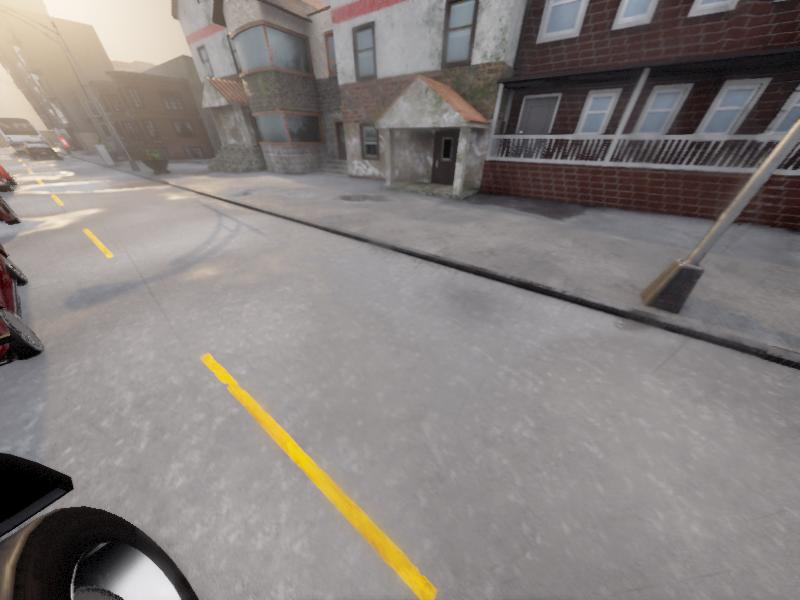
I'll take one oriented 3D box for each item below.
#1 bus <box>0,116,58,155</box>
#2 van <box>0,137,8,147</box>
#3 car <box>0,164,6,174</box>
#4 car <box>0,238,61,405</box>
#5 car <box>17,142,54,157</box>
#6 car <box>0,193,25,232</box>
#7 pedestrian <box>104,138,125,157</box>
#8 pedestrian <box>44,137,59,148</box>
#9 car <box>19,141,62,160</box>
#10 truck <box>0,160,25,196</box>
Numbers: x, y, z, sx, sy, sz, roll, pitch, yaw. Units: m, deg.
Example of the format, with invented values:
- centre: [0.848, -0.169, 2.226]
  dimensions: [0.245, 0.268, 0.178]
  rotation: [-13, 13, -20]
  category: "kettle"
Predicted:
- centre: [-56.110, -24.249, 34.177]
  dimensions: [10.273, 4.253, 3.944]
  rotation: [22, 41, 28]
  category: "bus"
- centre: [-91.274, -34.922, 51.002]
  dimensions: [1.775, 1.987, 4.442]
  rotation: [22, 41, 28]
  category: "van"
- centre: [-30.504, -10.093, 16.345]
  dimensions: [3.866, 1.878, 1.905]
  rotation: [22, 41, 28]
  category: "car"
- centre: [-6.337, 0.019, 2.719]
  dimensions: [4.718, 1.301, 1.895]
  rotation: [22, 41, 28]
  category: "car"
- centre: [-48.461, -20.097, 30.703]
  dimensions: [5.008, 1.535, 1.882]
  rotation: [22, 41, 28]
  category: "car"
- centre: [-13.404, -2.889, 6.715]
  dimensions: [4.181, 1.385, 1.994]
  rotation: [21, 40, 27]
  category: "car"
- centre: [-34.066, -18.151, 27.553]
  dimensions: [0.751, 1.860, 0.751]
  rotation: [22, 41, 28]
  category: "pedestrian"
- centre: [-73.116, -33.145, 48.501]
  dimensions: [0.751, 1.860, 0.751]
  rotation: [10, 36, 14]
  category: "pedestrian"
- centre: [-42.416, -17.672, 27.220]
  dimensions: [5.238, 1.638, 1.930]
  rotation: [22, 41, 28]
  category: "car"
- centre: [-20.489, -6.241, 10.456]
  dimensions: [5.204, 2.467, 2.627]
  rotation: [22, 41, 28]
  category: "truck"
